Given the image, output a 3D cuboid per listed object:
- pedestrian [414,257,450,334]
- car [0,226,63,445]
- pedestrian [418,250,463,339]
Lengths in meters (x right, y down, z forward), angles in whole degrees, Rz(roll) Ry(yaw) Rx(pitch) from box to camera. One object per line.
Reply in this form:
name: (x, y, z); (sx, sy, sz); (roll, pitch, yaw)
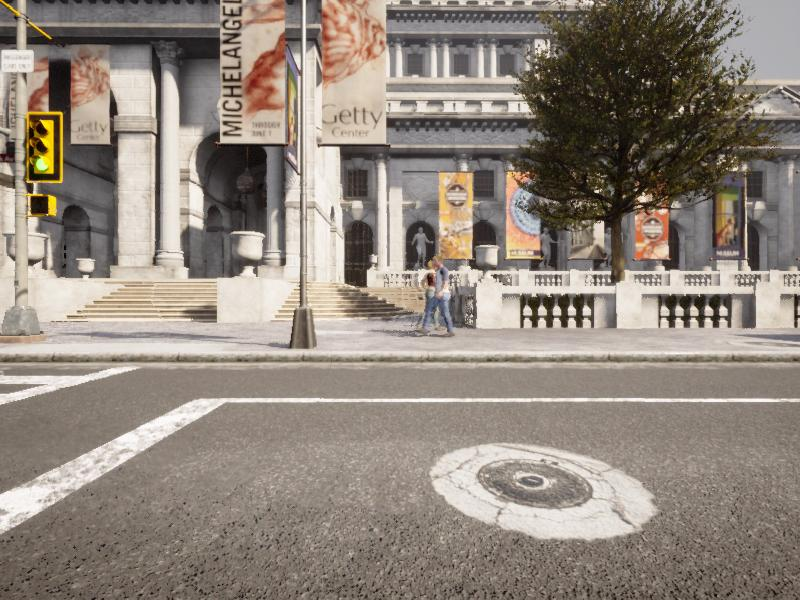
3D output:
pedestrian: (0.795, -0.115, 10.133); (0.751, 1.860, 0.751); (0, 0, -8)
car: (-5.197, 0.237, 2.186); (4.902, 1.511, 2.128); (0, 0, 0)
pedestrian: (0.873, -0.115, 8.844); (0.751, 1.860, 0.751); (0, 0, -18)
